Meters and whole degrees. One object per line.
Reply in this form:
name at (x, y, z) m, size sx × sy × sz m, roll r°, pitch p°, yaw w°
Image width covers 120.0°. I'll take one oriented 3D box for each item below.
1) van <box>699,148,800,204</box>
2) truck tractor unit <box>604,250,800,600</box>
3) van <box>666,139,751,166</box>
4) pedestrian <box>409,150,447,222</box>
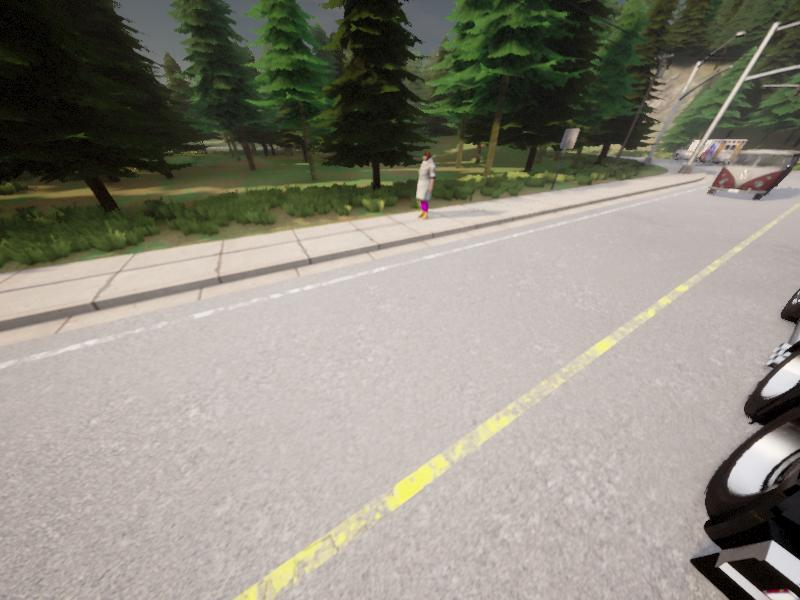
van at (17.114, -6.106, 11.168) m, size 4.442 × 1.987 × 1.775 m, roll -19°, pitch 39°, yaw -25°
truck tractor unit at (5.083, -0.329, 0.810) m, size 6.516 × 4.208 × 3.053 m, roll -19°, pitch 39°, yaw -25°
van at (37.268, -18.217, 28.333) m, size 2.351 × 2.431 × 6.366 m, roll 6°, pitch 35°, yaw 8°
pedestrian at (0.808, -3.484, 7.076) m, size 0.751 × 1.860 × 0.751 m, roll -14°, pitch 37°, yaw -20°
